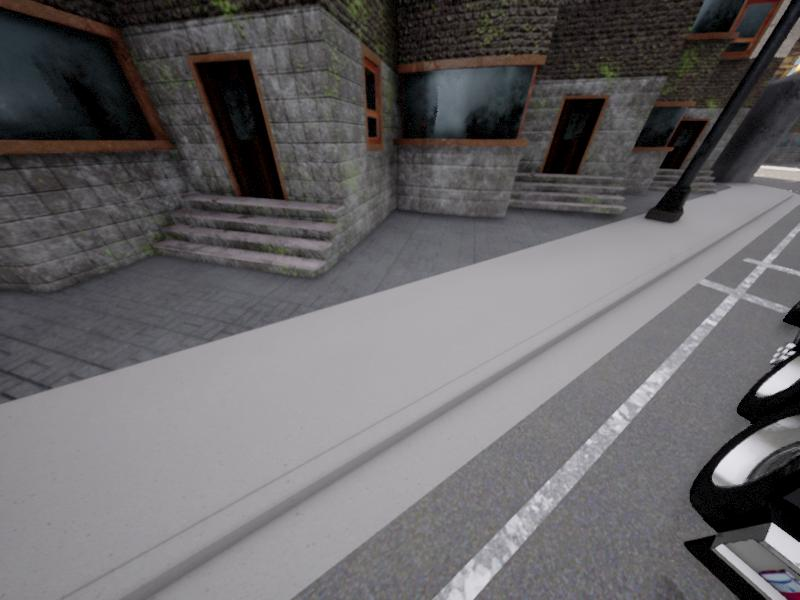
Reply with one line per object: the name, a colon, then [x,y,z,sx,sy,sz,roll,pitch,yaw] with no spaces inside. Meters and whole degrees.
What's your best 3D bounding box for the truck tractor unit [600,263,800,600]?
truck tractor unit: [5.150,-0.258,0.774,6.516,4.208,3.053,-17,41,-25]
